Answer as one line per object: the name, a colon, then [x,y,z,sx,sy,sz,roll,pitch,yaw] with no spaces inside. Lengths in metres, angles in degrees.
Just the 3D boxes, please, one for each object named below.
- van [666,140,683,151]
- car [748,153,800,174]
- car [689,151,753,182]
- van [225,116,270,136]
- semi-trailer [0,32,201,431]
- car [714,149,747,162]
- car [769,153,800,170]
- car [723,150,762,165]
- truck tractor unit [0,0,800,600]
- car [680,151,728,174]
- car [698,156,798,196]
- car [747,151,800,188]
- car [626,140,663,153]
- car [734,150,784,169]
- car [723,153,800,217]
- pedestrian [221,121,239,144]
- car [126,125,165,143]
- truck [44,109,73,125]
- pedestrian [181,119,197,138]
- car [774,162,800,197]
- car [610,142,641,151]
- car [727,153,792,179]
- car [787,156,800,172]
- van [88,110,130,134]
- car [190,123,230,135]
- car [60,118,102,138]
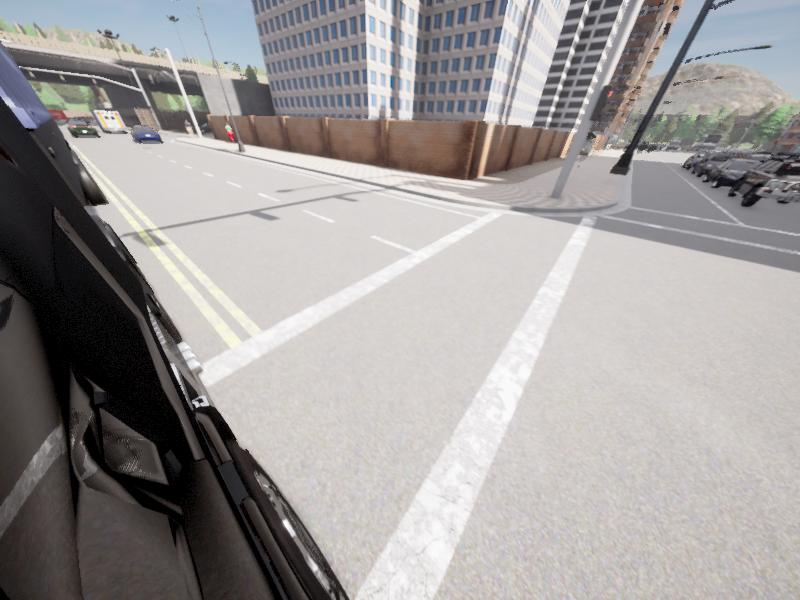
van: [80.839,-45.688,68.137,1.988,2.561,5.915,28,44,30]
car: [40.897,-14.902,25.086,2.128,1.511,4.902,28,43,30]
car: [24.886,-10.563,18.134,1.851,1.617,3.988,28,44,30]
van: [-27.043,-30.927,41.219,1.988,2.561,5.915,28,43,30]
semi-trailer: [-8.649,-3.634,4.284,14.254,4.402,2.717,29,44,30]
car: [53.858,-23.680,37.767,2.007,1.525,4.514,28,44,30]
car: [49.554,-17.519,29.194,1.970,1.475,3.806,28,43,30]
car: [49.667,-20.863,33.650,2.007,1.525,4.514,28,44,30]
truck tractor unit: [-2.645,-0.295,0.352,6.516,4.208,3.053,28,44,30]
car: [29.029,-13.321,22.218,1.816,1.474,4.193,28,44,30]
car: [20.738,-7.694,14.115,2.163,1.488,4.792,28,43,30]
car: [27.915,-9.481,16.641,1.905,1.878,3.866,28,43,30]
car: [56.806,-35.931,53.921,5.566,2.045,2.150,28,43,30]
car: [45.244,-17.898,29.296,2.033,1.649,4.856,28,44,30]
car: [16.817,-5.150,10.110,1.932,1.855,4.605,30,44,31]
pedestrian: [-17.736,-17.451,24.094,0.751,1.860,0.751,27,43,29]
car: [-26.148,-17.049,23.710,4.181,1.385,1.994,32,45,33]
truck: [-74.483,-39.968,50.411,5.204,2.467,2.627,28,43,30]
pedestrian: [-25.303,-20.582,27.765,0.751,1.860,0.751,-18,41,-26]
car: [23.996,-6.647,12.954,1.812,1.442,4.674,28,44,30]
car: [56.499,-38.609,57.914,5.366,1.575,1.801,28,43,30]
car: [32.018,-12.114,20.773,1.837,1.490,4.892,28,44,30]
car: [45.839,-15.027,25.540,1.789,1.549,3.705,28,44,30]
van: [-41.573,-25.418,32.998,6.366,2.431,2.351,28,43,30]
car: [-32.937,-29.752,40.131,1.837,1.490,4.892,29,44,30]
car: [-35.855,-19.329,25.965,4.974,1.542,2.038,28,43,29]
